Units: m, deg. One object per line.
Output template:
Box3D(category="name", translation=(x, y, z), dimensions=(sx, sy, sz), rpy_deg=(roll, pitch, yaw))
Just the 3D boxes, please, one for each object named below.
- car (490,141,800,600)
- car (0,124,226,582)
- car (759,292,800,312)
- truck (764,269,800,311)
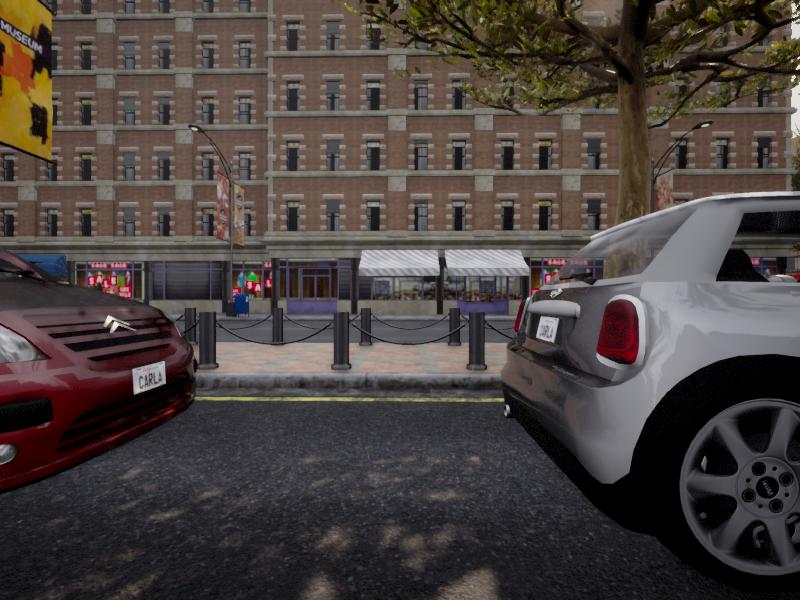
Box3D(category="car", translation=(2.600, 0.253, 2.173), dimensions=(3.806, 1.475, 1.970), rpy_deg=(0, 0, 1))
Box3D(category="car", translation=(-3.390, 0.188, 2.287), dimensions=(3.988, 1.617, 1.851), rpy_deg=(0, 0, 1))
Box3D(category="car", translation=(34.548, 0.171, 34.748), dimensions=(1.930, 1.638, 5.238), rpy_deg=(0, 0, 0))
Box3D(category="truck", translation=(38.063, -0.920, 36.045), dimensions=(2.891, 3.827, 8.468), rpy_deg=(0, 0, 1))
